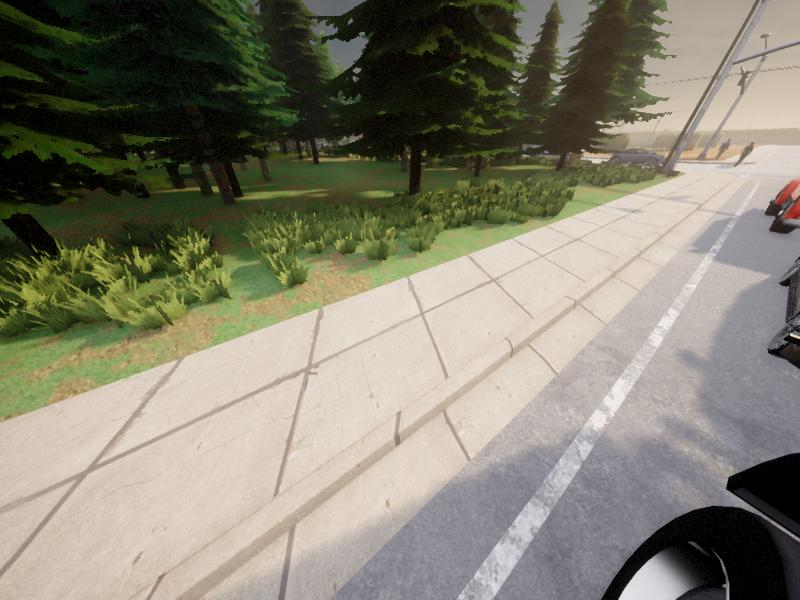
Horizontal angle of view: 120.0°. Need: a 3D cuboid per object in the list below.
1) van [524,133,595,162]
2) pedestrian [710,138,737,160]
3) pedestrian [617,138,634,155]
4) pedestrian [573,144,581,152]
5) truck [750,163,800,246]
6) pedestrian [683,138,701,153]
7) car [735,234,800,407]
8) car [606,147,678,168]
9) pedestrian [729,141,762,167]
[{"bbox_3d":[18.096,-17.640,26.674,1.988,2.561,5.915,-22,41,-28],"label":"van"},{"bbox_3d":[33.564,-15.657,24.000,0.751,1.860,0.751,22,41,28],"label":"pedestrian"},{"bbox_3d":[30.554,-20.814,31.335,0.751,1.860,0.751,-5,35,-7],"label":"pedestrian"},{"bbox_3d":[28.538,-24.526,37.272,0.500,1.100,0.500,-12,37,-16],"label":"pedestrian"},{"bbox_3d":[12.429,-3.014,5.961,5.204,2.467,2.627,-23,41,-28],"label":"truck"},{"bbox_3d":[42.571,-22.571,33.748,0.751,1.860,0.751,22,41,28],"label":"pedestrian"},{"bbox_3d":[6.440,-0.039,2.633,4.902,1.511,2.128,-22,41,-28],"label":"car"},{"bbox_3d":[22.587,-13.486,21.765,1.994,1.385,4.181,-22,41,-28],"label":"car"},{"bbox_3d":[30.285,-12.804,20.251,0.751,1.860,0.751,-21,40,-26],"label":"pedestrian"}]
